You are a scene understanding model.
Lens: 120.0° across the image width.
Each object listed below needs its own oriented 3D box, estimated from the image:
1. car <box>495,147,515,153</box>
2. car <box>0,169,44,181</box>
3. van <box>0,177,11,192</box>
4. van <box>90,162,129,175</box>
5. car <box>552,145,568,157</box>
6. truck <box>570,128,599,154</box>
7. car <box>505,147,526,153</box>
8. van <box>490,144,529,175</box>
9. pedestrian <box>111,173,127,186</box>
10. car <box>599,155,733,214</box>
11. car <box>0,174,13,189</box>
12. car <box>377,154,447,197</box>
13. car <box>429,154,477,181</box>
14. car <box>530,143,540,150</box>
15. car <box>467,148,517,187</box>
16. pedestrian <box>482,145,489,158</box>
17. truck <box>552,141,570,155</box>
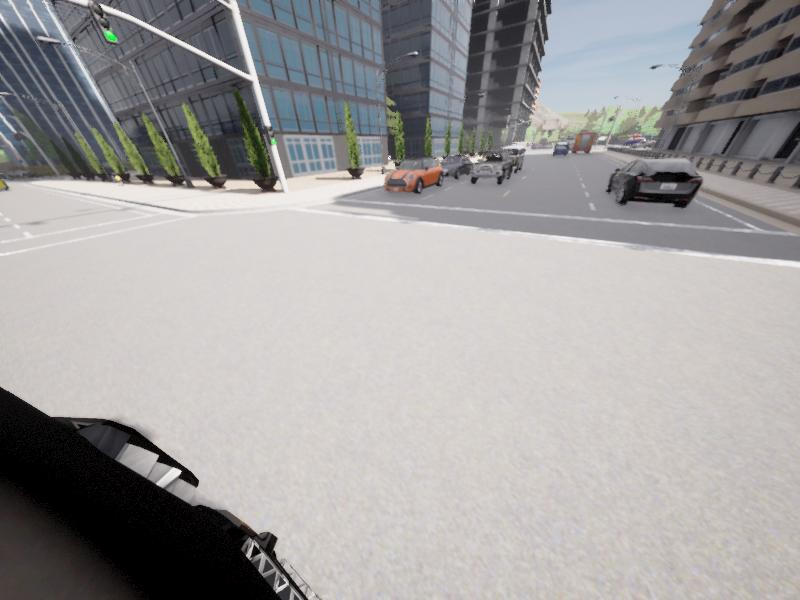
[{"bbox_3d":[30.280,-43.301,66.673,4.674,1.442,1.812,16,37,26],"label":"car"},{"bbox_3d":[-70.507,-22.971,42.423,5.238,1.638,1.930,-15,35,-18],"label":"car"},{"bbox_3d":[-44.122,-12.759,24.731,4.442,1.987,1.775,19,39,29],"label":"van"},{"bbox_3d":[-60.696,-27.506,48.348,1.775,1.987,4.442,16,37,25],"label":"van"},{"bbox_3d":[27.659,-25.781,39.962,1.882,1.535,5.008,16,38,26],"label":"car"},{"bbox_3d":[36.185,-31.310,45.719,2.891,3.827,8.468,16,37,26],"label":"truck"},{"bbox_3d":[31.467,-40.695,62.745,4.718,1.301,1.895,16,37,26],"label":"car"},{"bbox_3d":[9.715,-12.407,20.349,2.069,2.038,4.480,16,38,26],"label":"van"},{"bbox_3d":[-27.250,-11.673,22.404,0.500,1.100,0.500,15,37,25],"label":"pedestrian"},{"bbox_3d":[10.102,-4.916,9.415,2.163,1.488,4.792,15,37,25],"label":"car"},{"bbox_3d":[-49.315,-14.258,27.791,4.514,1.525,2.007,16,38,26],"label":"car"},{"bbox_3d":[0.881,-7.559,13.790,2.097,1.767,4.553,16,38,26],"label":"car"},{"bbox_3d":[4.411,-10.837,18.803,2.128,1.511,4.902,16,38,26],"label":"car"},{"bbox_3d":[46.144,-52.368,78.948,2.097,1.767,4.553,16,37,26],"label":"car"},{"bbox_3d":[6.289,-9.018,15.566,1.932,1.855,4.605,16,38,26],"label":"car"},{"bbox_3d":[15.678,-27.268,42.440,0.751,1.860,0.751,20,39,30],"label":"pedestrian"},{"bbox_3d":[31.578,-29.835,45.361,2.390,2.098,6.274,16,38,26],"label":"truck"}]
